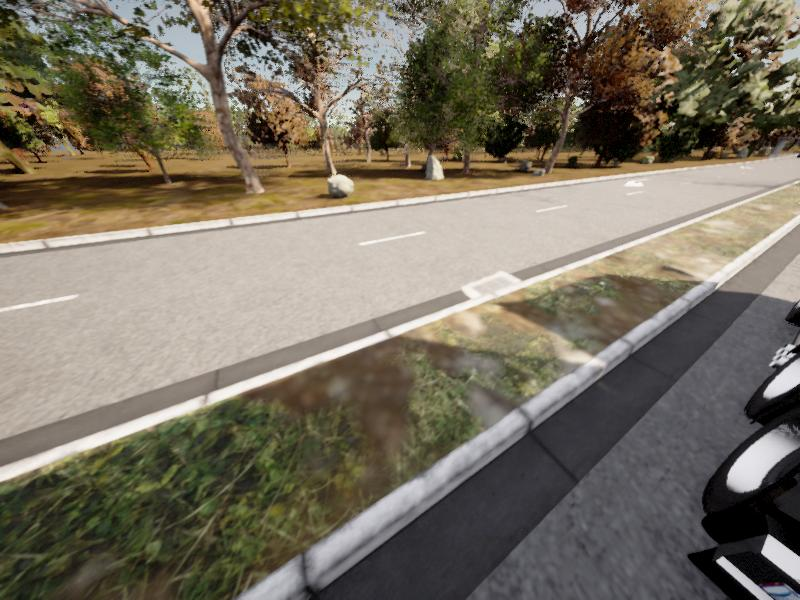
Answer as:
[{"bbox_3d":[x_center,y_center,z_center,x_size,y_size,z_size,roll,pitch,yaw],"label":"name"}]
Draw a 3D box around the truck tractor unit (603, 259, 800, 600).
[{"bbox_3d":[5.101,-0.311,0.795,6.516,4.208,3.053,-19,39,-25],"label":"truck tractor unit"}]
